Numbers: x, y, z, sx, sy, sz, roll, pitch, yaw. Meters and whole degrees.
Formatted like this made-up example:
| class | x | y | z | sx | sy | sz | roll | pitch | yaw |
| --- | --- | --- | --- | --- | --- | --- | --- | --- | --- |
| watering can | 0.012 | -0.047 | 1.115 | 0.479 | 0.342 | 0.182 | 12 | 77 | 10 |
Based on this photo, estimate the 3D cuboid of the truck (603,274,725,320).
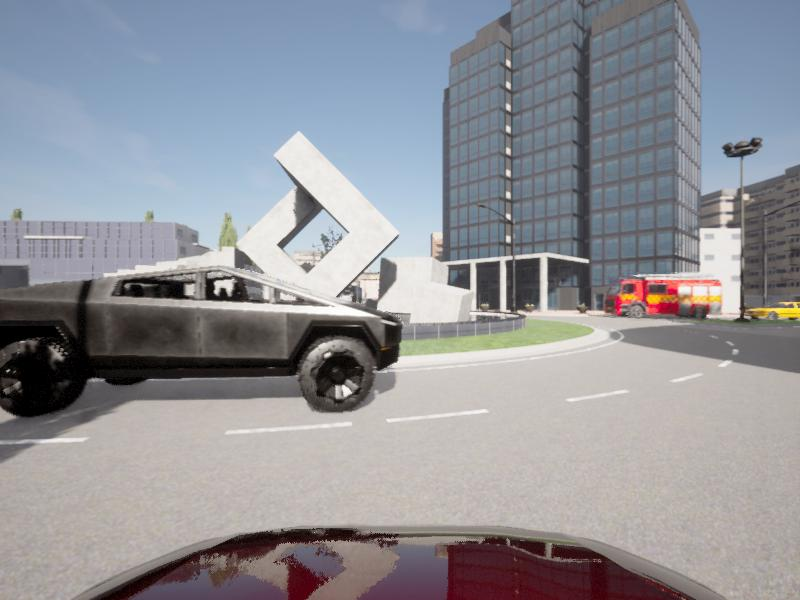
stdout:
| class | x | y | z | sx | sy | sz | roll | pitch | yaw |
| --- | --- | --- | --- | --- | --- | --- | --- | --- | --- |
| truck | 22.865 | -0.285 | 35.088 | 8.468 | 3.827 | 2.891 | 0 | 0 | 6 |

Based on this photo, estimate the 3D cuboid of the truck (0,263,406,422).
| class | x | y | z | sx | sy | sz | roll | pitch | yaw |
| --- | --- | --- | --- | --- | --- | --- | --- | --- | --- |
| truck | -3.112 | 0.546 | 6.570 | 6.274 | 2.098 | 2.390 | 0 | 0 | -3 |

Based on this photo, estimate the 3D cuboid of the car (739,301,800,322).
| class | x | y | z | sx | sy | sz | roll | pitch | yaw |
| --- | --- | --- | --- | --- | --- | --- | --- | --- | --- |
| car | 29.751 | 0.838 | 30.947 | 5.366 | 1.575 | 1.801 | 0 | 0 | 2 |

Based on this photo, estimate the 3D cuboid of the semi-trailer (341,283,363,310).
| class | x | y | z | sx | sy | sz | roll | pitch | yaw |
| --- | --- | --- | --- | --- | --- | --- | --- | --- | --- |
| semi-trailer | -8.778 | -0.573 | 74.285 | 2.717 | 4.402 | 14.254 | 0 | 0 | -2 |

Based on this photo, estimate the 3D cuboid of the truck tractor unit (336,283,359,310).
| class | x | y | z | sx | sy | sz | roll | pitch | yaw |
| --- | --- | --- | --- | --- | --- | --- | --- | --- | --- |
| truck tractor unit | -8.582 | -0.486 | 66.377 | 3.053 | 4.208 | 6.516 | 0 | -1 | -1 |
